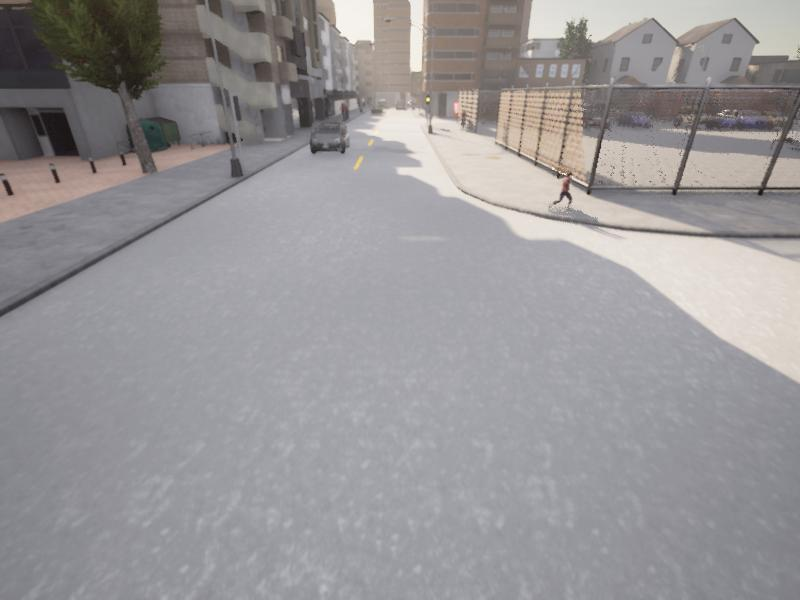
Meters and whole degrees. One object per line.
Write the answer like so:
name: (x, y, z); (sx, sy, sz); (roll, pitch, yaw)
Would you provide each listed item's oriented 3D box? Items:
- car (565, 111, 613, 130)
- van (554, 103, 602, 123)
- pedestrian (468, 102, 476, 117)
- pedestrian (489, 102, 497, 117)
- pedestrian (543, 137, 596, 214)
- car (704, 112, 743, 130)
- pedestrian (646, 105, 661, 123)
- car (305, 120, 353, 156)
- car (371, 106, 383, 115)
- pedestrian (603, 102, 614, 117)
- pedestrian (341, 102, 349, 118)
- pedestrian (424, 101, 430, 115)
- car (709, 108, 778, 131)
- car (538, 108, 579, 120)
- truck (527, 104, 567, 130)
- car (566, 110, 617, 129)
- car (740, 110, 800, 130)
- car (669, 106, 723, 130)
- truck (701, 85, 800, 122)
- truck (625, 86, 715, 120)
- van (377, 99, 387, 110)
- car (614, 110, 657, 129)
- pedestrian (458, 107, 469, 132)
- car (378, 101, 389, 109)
car: (17.894, -17.203, 38.210); (2.033, 1.415, 5.357); (0, 27, 0)
van: (21.026, -22.202, 47.362); (4.480, 2.038, 2.069); (0, 27, 0)
pedestrian: (9.817, -26.040, 54.664); (0.751, 1.860, 0.751); (-2, 27, -4)
pedestrian: (12.819, -26.313, 55.197); (0.751, 1.860, 0.751); (-4, 28, -8)
pedestrian: (4.467, -3.312, 10.665); (0.751, 1.860, 0.751); (-1, 27, -1)
car: (29.850, -16.574, 36.963); (1.481, 1.379, 2.207); (0, 27, 0)
pedestrian: (29.037, -21.353, 45.867); (0.751, 1.860, 0.751); (-19, 33, -32)
car: (-4.008, -9.541, 23.370); (2.007, 1.525, 4.514); (0, 27, 0)
car: (-3.938, -32.783, 69.071); (1.895, 1.301, 4.718); (0, 27, 0)
pedestrian: (29.202, -26.775, 56.136); (0.751, 1.860, 0.751); (2, 27, 4)
pedestrian: (-7.222, -24.957, 52.559); (0.751, 1.860, 0.751); (2, 27, 3)
pedestrian: (4.066, -28.590, 59.590); (0.751, 1.860, 0.751); (-1, 27, -2)
car: (31.981, -16.944, 37.456); (2.242, 1.667, 4.611); (0, 27, 0)
car: (20.191, -23.748, 51.077); (4.181, 1.385, 1.994); (0, 27, 0)
truck: (13.935, -17.561, 38.217); (2.069, 2.038, 4.478); (0, 27, 0)
car: (18.121, -17.193, 38.035); (3.705, 1.547, 1.789); (0, 27, 0)
car: (35.153, -17.218, 38.139); (1.816, 1.474, 4.193); (0, 27, 0)
car: (27.690, -17.160, 37.637); (1.905, 1.878, 3.866); (0, 27, 0)
truck: (41.133, -23.008, 46.916); (8.468, 3.827, 2.891); (0, 27, 0)
truck: (33.834, -24.856, 50.484); (8.468, 3.827, 2.891); (0, 27, 0)
van: (-3.900, -43.268, 88.572); (2.069, 2.038, 4.480); (0, 27, 0)
car: (22.574, -17.441, 38.544); (1.845, 1.501, 3.633); (0, 27, 0)
pedestrian: (5.329, -15.193, 33.683); (0.751, 1.860, 0.751); (0, 27, 0)
car: (-3.886, -46.546, 95.461); (2.242, 1.667, 4.611); (0, 27, 0)
